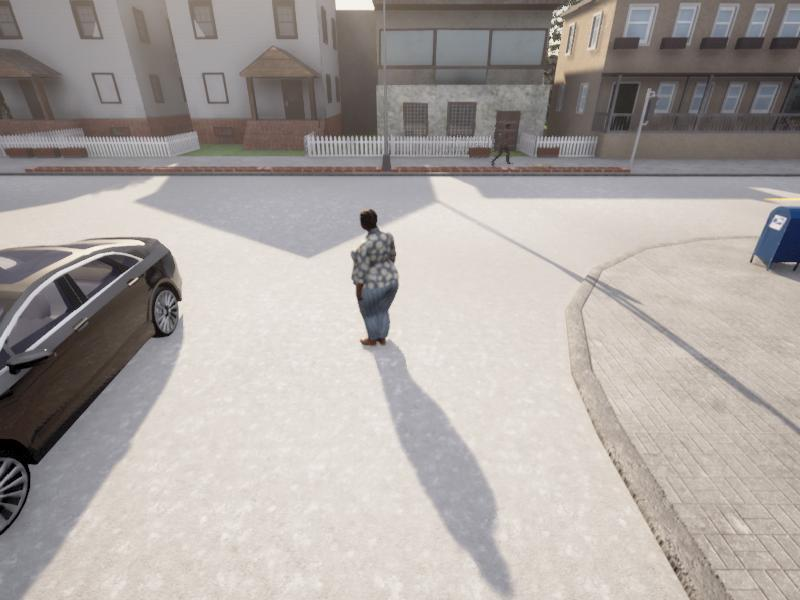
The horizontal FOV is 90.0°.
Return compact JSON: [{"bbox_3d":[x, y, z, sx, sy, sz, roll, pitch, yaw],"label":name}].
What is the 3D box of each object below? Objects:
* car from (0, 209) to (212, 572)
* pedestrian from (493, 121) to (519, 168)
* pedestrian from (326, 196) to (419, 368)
[{"bbox_3d":[-4.014,0.473,4.034,2.128,1.511,4.902,-2,27,-3],"label":"car"},{"bbox_3d":[4.635,-6.871,17.652,0.751,1.860,0.751,0,27,1],"label":"pedestrian"},{"bbox_3d":[-0.318,-0.234,4.973,0.751,1.860,0.751,-24,36,-38],"label":"pedestrian"}]
